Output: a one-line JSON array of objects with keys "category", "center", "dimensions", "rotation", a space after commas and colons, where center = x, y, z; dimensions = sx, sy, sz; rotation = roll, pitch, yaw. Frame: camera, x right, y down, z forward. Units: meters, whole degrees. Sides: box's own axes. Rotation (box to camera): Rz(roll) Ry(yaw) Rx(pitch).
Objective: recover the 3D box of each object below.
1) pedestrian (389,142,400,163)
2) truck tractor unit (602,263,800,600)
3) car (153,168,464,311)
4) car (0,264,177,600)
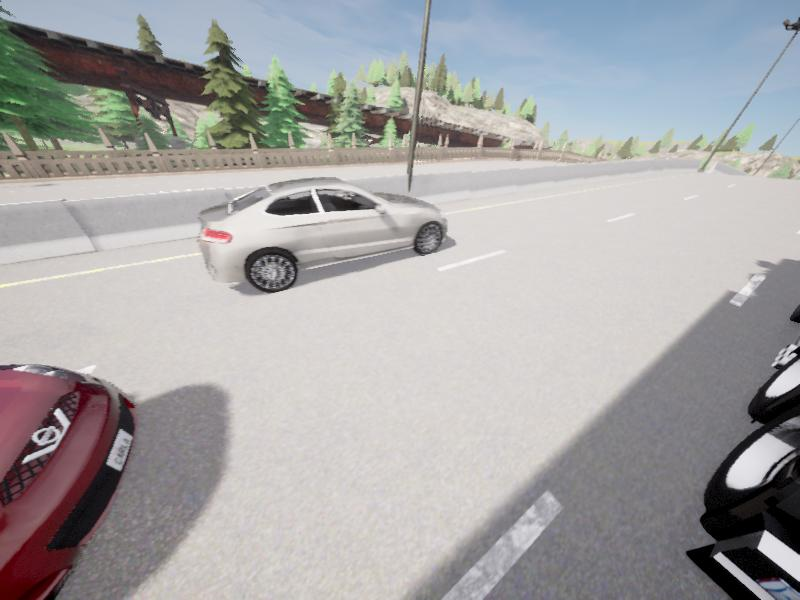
[{"category": "pedestrian", "center": [-0.607, -16.365, 25.582], "dimensions": [0.751, 1.860, 0.751], "rotation": [-12, 36, -28]}, {"category": "truck tractor unit", "center": [5.107, -0.304, 0.782], "dimensions": [6.516, 4.208, 3.053], "rotation": [-18, 39, -24]}, {"category": "car", "center": [-1.364, -1.749, 5.081], "dimensions": [5.027, 1.651, 2.152], "rotation": [-18, 39, -24]}, {"category": "car", "center": [-3.575, 1.328, 0.724], "dimensions": [3.633, 1.501, 1.845], "rotation": [-18, 39, -24]}]
